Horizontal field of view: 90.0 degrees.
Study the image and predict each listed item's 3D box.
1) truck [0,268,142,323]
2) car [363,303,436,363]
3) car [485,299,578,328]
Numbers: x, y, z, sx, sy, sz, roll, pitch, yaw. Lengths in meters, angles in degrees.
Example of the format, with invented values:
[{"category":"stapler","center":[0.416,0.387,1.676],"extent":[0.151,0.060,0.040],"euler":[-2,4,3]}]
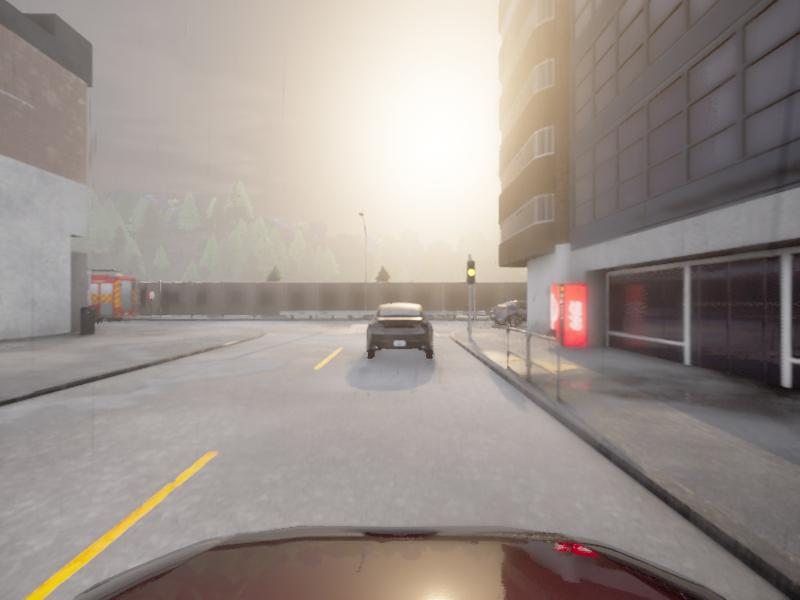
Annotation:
[{"category":"truck","center":[-24.023,-0.302,29.208],"extent":[8.468,3.827,2.891],"euler":[0,0,0]},{"category":"car","center":[0.021,0.852,12.524],"extent":[1.837,1.490,4.892],"euler":[0,0,1]},{"category":"car","center":[8.072,0.797,24.680],"extent":[5.027,1.651,2.152],"euler":[0,0,-11]}]
